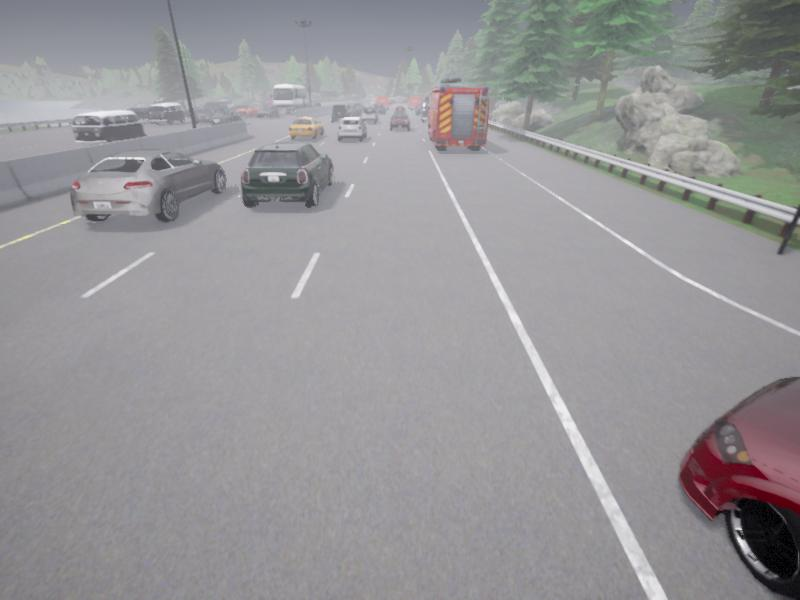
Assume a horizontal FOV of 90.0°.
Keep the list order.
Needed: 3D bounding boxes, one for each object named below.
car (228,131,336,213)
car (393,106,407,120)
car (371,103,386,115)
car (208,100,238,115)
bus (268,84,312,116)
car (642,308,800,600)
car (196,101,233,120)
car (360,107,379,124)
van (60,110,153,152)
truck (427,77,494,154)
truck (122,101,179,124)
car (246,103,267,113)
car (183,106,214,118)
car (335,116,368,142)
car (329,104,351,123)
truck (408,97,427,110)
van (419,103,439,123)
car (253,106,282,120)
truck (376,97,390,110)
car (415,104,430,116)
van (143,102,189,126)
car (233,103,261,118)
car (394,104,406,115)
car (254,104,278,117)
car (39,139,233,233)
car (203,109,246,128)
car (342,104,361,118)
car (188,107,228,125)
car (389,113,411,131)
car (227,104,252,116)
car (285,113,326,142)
[{"bbox_3d":[-3.504,-4.325,13.002,2.097,1.767,4.553,0,27,0],"label":"car"},{"bbox_3d":[-0.002,-24.749,52.927,1.845,1.501,3.633,0,27,0],"label":"car"},{"bbox_3d":[-3.502,-32.038,67.020,2.242,1.667,4.611,0,27,0],"label":"car"},{"bbox_3d":[-28.000,-30.552,63.353,2.150,2.045,5.566,0,27,0],"label":"car"},{"bbox_3d":[-17.375,-32.149,64.129,3.944,4.253,10.273,0,27,0],"label":"bus"},{"bbox_3d":[3.972,1.659,1.935,1.994,1.385,4.181,-14,31,-25],"label":"car"},{"bbox_3d":[-24.501,-25.206,53.010,2.150,2.045,5.566,0,27,0],"label":"car"},{"bbox_3d":[-3.501,-21.586,46.675,1.851,1.617,3.988,0,27,0],"label":"car"},{"bbox_3d":[-17.503,-10.325,24.234,2.069,2.038,4.480,0,27,0],"label":"van"},{"bbox_3d":[3.504,-12.017,25.768,2.891,3.827,8.468,0,27,0],"label":"truck"},{"bbox_3d":[-28.000,-21.259,45.267,2.390,2.098,6.274,0,27,0],"label":"truck"},{"bbox_3d":[-24.501,-32.921,68.527,1.882,1.535,5.008,0,27,0],"label":"car"},{"bbox_3d":[-28.002,-26.228,55.770,1.895,1.301,4.718,0,27,0],"label":"car"},{"bbox_3d":[-3.500,-12.742,29.667,1.970,1.475,3.806,0,27,0],"label":"car"},{"bbox_3d":[-7.000,-22.047,47.229,1.905,1.878,3.866,0,28,0],"label":"car"},{"bbox_3d":[3.727,-41.315,84.055,2.627,2.467,5.204,8,28,15],"label":"truck"},{"bbox_3d":[3.500,-22.739,48.510,2.069,2.038,4.480,0,28,0],"label":"van"},{"bbox_3d":[-17.504,-24.884,53.168,2.033,1.411,5.357,0,27,0],"label":"car"},{"bbox_3d":[-3.528,-41.454,84.255,2.627,2.467,5.204,0,27,0],"label":"truck"},{"bbox_3d":[3.499,-30.355,63.825,2.038,1.542,4.974,0,28,0],"label":"car"},{"bbox_3d":[-24.505,-19.601,42.137,2.069,2.038,4.480,0,28,-1],"label":"van"},{"bbox_3d":[-21.002,-26.153,55.157,2.097,1.767,4.553,0,27,0],"label":"car"},{"bbox_3d":[-0.002,-30.782,64.617,1.882,1.535,5.008,0,27,0],"label":"car"},{"bbox_3d":[-21.001,-29.918,62.954,2.152,1.651,5.027,0,27,0],"label":"car"},{"bbox_3d":[-7.004,-3.507,11.568,2.152,1.651,5.027,0,27,0],"label":"car"},{"bbox_3d":[-17.503,-18.268,40.210,2.128,1.511,4.902,0,27,0],"label":"car"},{"bbox_3d":[-7.001,-27.721,58.471,2.242,1.667,4.611,0,27,0],"label":"car"},{"bbox_3d":[-21.003,-20.265,44.027,2.038,1.542,4.974,0,27,0],"label":"car"},{"bbox_3d":[-0.003,-17.111,38.372,1.895,1.301,4.718,0,27,0],"label":"car"},{"bbox_3d":[-24.501,-29.132,61.271,2.007,1.525,4.514,0,27,0],"label":"car"},{"bbox_3d":[-7.002,-13.099,30.213,1.801,1.575,5.366,0,27,0],"label":"car"}]
